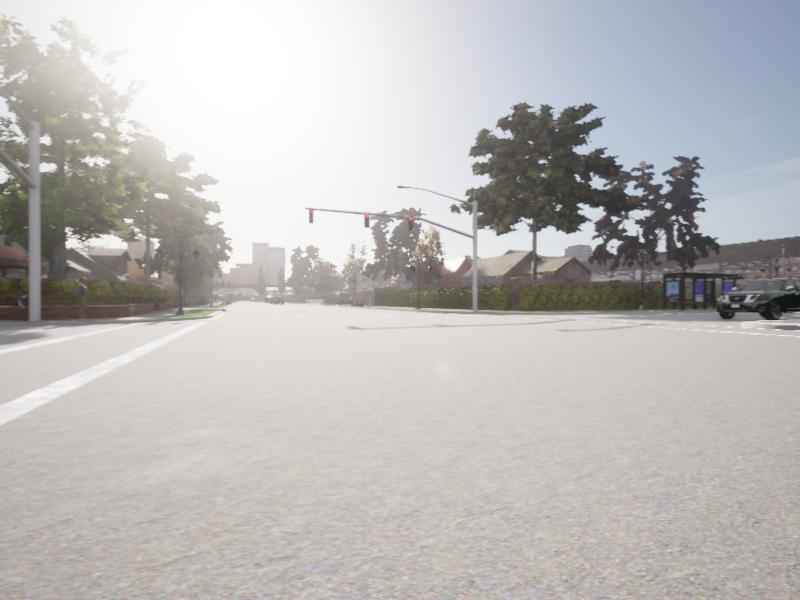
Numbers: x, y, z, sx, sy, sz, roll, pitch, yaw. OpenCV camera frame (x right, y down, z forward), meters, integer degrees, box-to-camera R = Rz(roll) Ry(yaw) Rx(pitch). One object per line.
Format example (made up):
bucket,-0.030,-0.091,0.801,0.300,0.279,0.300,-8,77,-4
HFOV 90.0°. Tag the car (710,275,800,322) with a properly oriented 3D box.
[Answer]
car,18.209,-0.070,19.640,5.566,2.045,2.150,0,0,-21

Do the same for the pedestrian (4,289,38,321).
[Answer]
pedestrian,-15.650,0.211,16.556,0.751,1.300,0.751,0,0,-16

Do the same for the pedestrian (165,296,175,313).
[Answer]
pedestrian,-15.430,0.315,26.863,0.500,1.100,0.500,0,0,-20

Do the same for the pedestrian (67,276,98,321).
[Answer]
pedestrian,-13.529,-0.072,17.074,0.751,1.860,0.751,0,0,-11
